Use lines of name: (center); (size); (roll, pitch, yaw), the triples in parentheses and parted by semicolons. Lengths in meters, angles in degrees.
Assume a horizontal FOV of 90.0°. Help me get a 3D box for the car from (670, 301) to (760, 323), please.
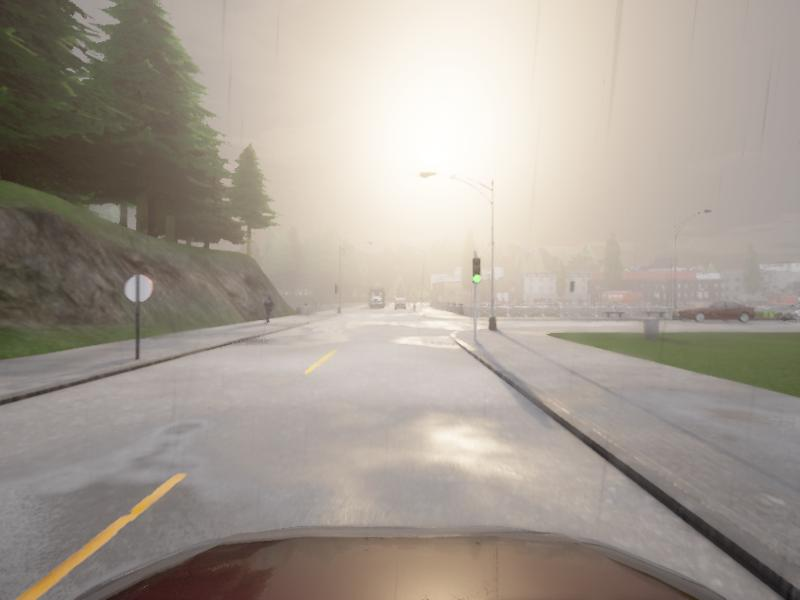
car: (22.447, 0.815, 28.642); (5.008, 1.535, 1.882); (0, 0, 1)

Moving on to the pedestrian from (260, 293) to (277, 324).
pedestrian: (-8.085, 0.526, 24.617); (0.751, 1.860, 0.751); (0, 0, 2)

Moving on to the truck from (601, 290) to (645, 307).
truck: (50.310, -0.346, 90.324); (8.468, 3.827, 2.891); (0, 0, 0)

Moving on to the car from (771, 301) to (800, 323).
car: (29.750, 0.820, 28.670); (4.514, 1.525, 2.007); (0, 0, 0)

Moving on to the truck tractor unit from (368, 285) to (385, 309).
truck tractor unit: (-4.278, -0.538, 74.196); (3.053, 4.208, 6.516); (0, 0, -3)

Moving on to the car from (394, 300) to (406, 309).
car: (0.036, 0.805, 70.643); (2.038, 1.542, 4.974); (0, 0, 0)

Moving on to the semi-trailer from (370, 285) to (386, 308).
semi-trailer: (-4.472, -0.640, 82.106); (2.717, 4.402, 14.254); (0, 0, -1)
